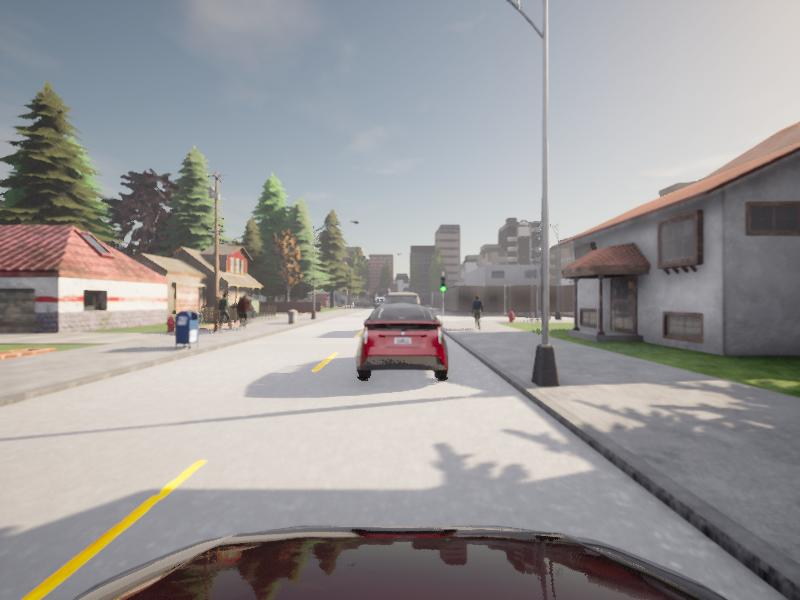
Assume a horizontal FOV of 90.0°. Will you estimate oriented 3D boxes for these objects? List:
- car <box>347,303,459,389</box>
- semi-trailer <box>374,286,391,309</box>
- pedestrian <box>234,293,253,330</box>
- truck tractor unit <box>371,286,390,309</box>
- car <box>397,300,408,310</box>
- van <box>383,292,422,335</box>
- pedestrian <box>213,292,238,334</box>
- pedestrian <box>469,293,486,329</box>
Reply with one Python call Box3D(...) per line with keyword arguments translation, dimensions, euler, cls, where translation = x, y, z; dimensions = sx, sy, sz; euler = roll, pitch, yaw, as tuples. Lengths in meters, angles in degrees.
Box3D(translation=(0.054, 0.842, 9.420), dimensions=(2.007, 1.525, 4.514), euler=(0, 0, 0), cls="car")
Box3D(translation=(-3.410, -0.497, 83.443), dimensions=(2.717, 4.402, 14.254), euler=(0, 0, 1), cls="semi-trailer")
Box3D(translation=(-7.940, 0.562, 20.287), dimensions=(0.751, 1.860, 0.751), euler=(0, 0, -7), cls="pedestrian")
Box3D(translation=(-3.555, -0.412, 75.533), dimensions=(3.053, 4.208, 6.516), euler=(0, 0, 1), cls="truck tractor unit")
Box3D(translation=(0.412, 0.872, 70.376), dimensions=(1.930, 1.638, 5.238), euler=(0, 0, 0), cls="car")
Box3D(translation=(0.107, 0.628, 20.521), dimensions=(1.775, 1.987, 4.442), euler=(0, 0, 0), cls="van")
Box3D(translation=(-7.925, 0.559, 18.155), dimensions=(0.751, 1.860, 0.751), euler=(0, 0, 12), cls="pedestrian")
Box3D(translation=(3.983, 0.564, 20.674), dimensions=(0.751, 1.860, 0.751), euler=(0, 0, 3), cls="pedestrian")
